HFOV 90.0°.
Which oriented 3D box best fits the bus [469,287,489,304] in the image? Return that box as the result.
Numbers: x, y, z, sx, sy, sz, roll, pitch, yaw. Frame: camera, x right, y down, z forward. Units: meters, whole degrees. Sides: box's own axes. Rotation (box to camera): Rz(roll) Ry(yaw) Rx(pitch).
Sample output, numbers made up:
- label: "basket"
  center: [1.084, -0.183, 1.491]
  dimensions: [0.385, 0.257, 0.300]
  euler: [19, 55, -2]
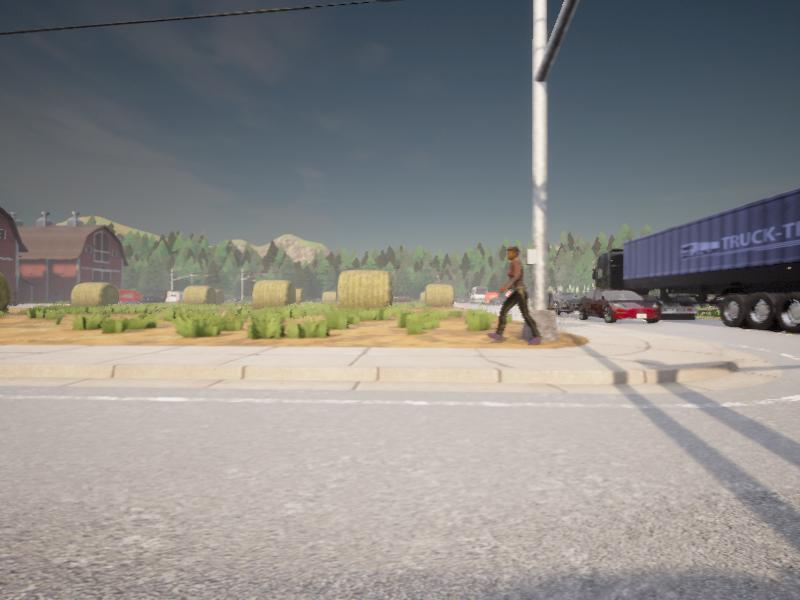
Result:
- label: "bus"
  center: [19.984, -1.125, 101.837]
  dimensions: [3.944, 4.253, 10.273]
  euler: [0, 0, 5]

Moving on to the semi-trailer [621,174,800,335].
- label: "semi-trailer"
  center: [12.785, -1.235, 14.947]
  dimensions: [2.717, 4.402, 14.254]
  euler: [0, 0, 7]

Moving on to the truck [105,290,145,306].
- label: "truck"
  center: [-42.601, -0.313, 62.177]
  dimensions: [2.627, 2.467, 5.204]
  euler: [0, 0, 1]

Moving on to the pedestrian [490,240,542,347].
- label: "pedestrian"
  center: [2.122, -0.112, 7.386]
  dimensions: [0.751, 1.860, 0.751]
  euler: [0, 0, 2]

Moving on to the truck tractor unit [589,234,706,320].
- label: "truck tractor unit"
  center: [13.624, -1.136, 22.816]
  dimensions: [3.053, 4.208, 6.516]
  euler: [0, 0, 5]

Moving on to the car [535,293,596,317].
- label: "car"
  center: [10.350, 0.278, 25.535]
  dimensions: [2.033, 1.411, 5.357]
  euler: [0, 0, 5]

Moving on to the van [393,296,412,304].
- label: "van"
  center: [0.693, 0.019, 95.909]
  dimensions: [4.442, 1.987, 1.775]
  euler: [0, 0, 2]

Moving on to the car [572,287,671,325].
- label: "car"
  center: [9.750, 0.232, 18.187]
  dimensions: [2.163, 1.488, 4.792]
  euler: [0, 0, 5]
